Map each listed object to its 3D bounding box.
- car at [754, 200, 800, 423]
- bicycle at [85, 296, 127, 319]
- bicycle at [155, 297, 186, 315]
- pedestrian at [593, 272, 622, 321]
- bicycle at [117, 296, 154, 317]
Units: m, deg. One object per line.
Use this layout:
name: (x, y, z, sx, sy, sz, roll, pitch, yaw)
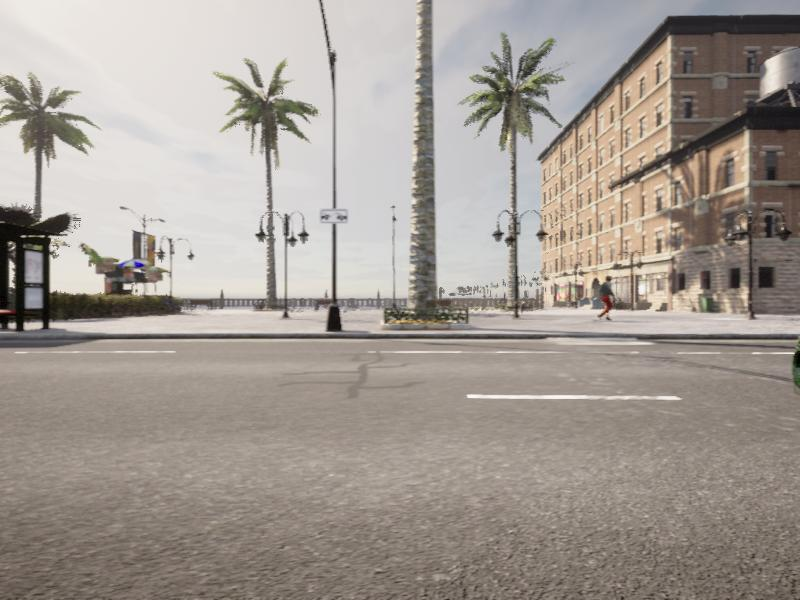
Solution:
car: (5.486, 0.092, 2.675, 4.553, 1.767, 2.097, 0, 0, -4)
bicycle: (-13.477, 0.335, 18.349, 1.643, 1.024, 0.373, 0, 0, 1)
bicycle: (-13.399, 0.333, 23.378, 1.643, 1.024, 0.373, 0, 0, 1)
pedestrian: (8.103, -0.123, 15.653, 0.751, 1.860, 0.751, 0, 0, -4)
bicycle: (-13.446, 0.334, 20.361, 1.643, 1.024, 0.373, 0, 0, 1)
